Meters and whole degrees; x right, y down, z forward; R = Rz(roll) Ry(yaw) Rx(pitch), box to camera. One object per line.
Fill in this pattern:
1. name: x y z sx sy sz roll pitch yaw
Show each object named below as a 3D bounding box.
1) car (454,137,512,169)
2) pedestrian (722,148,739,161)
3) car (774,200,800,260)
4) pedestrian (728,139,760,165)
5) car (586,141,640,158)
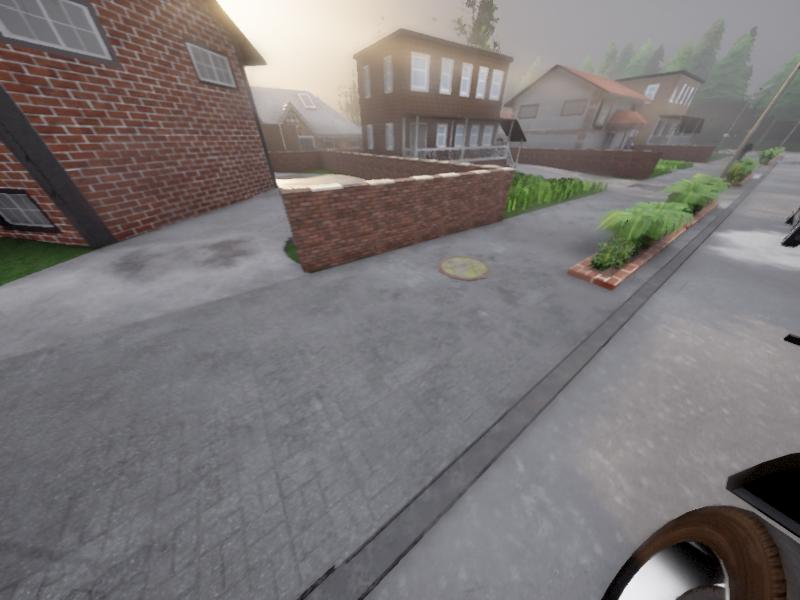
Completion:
1. car: 6.359 -11.404 17.843 3.866 1.878 1.905 -22 41 -28
2. pedestrian: 33.729 -14.846 23.589 0.500 1.100 0.500 -22 41 -28
3. car: 11.304 -2.117 5.423 5.238 1.638 1.930 -22 41 -28
4. pedestrian: 30.265 -12.999 20.330 0.751 1.860 0.751 -24 41 -29
5. car: 23.174 -16.520 25.274 1.845 1.501 3.633 -22 41 -28
